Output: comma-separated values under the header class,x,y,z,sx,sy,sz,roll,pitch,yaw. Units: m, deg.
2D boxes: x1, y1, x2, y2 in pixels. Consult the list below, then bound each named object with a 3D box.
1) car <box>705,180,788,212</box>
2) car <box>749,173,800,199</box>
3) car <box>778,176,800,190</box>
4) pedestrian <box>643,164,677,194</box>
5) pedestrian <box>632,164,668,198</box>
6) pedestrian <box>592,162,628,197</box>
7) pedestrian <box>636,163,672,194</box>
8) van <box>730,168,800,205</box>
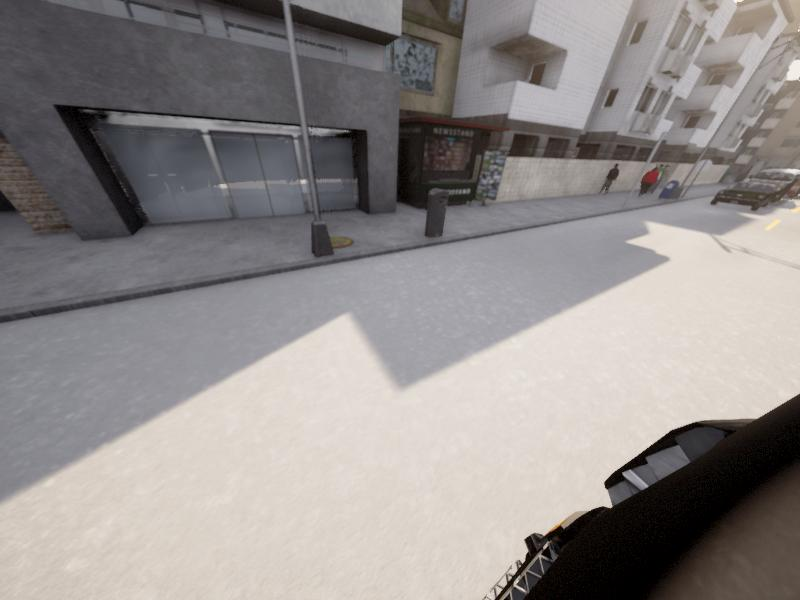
class,x,y,z,sx,sy,sz,roll,pitch,yaw
car,21.336,-6.475,14.207,4.718,1.301,1.895,-16,38,-26
car,33.692,-10.124,20.330,4.611,1.667,2.242,-16,38,-26
car,47.960,-14.107,27.782,4.718,1.301,1.895,-16,38,-26
pedestrian,18.599,-8.667,16.558,0.751,1.860,0.751,-18,39,-28
pedestrian,15.791,-7.540,14.640,0.751,1.860,0.751,-23,41,-33
pedestrian,13.003,-7.477,14.330,0.751,1.860,0.751,-15,38,-25
pedestrian,17.959,-8.591,16.394,0.751,1.860,0.751,8,34,7
van,27.132,-8.424,16.922,4.480,2.038,2.069,-16,38,-26
